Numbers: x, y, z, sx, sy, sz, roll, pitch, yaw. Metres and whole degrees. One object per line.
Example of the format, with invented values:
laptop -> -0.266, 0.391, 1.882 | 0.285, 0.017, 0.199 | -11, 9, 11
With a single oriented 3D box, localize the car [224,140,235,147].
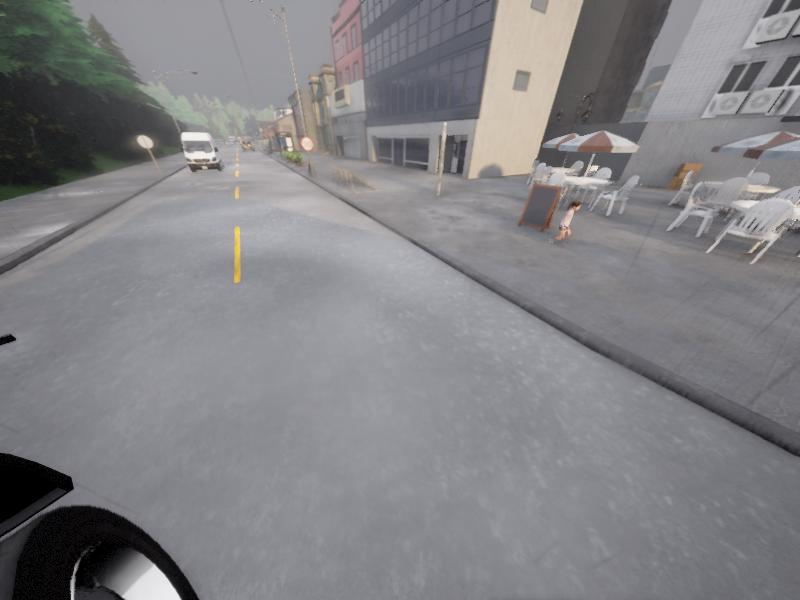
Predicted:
car -> -54.292, -49.914, 73.648 | 2.152, 1.651, 5.027 | -18, 39, -24

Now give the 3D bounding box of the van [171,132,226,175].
van -> -15.979, -12.002, 18.742 | 1.988, 2.561, 5.915 | -18, 39, -24

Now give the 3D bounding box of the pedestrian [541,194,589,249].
pedestrian -> 3.913, -1.870, 5.522 | 0.500, 1.100, 0.500 | 29, 44, 35

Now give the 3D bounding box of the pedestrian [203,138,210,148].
pedestrian -> -48.103, -38.968, 57.348 | 0.751, 1.860, 0.751 | -20, 40, -27

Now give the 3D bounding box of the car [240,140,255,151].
car -> -31.812, -32.204, 48.086 | 1.932, 1.855, 4.605 | -18, 39, -24
